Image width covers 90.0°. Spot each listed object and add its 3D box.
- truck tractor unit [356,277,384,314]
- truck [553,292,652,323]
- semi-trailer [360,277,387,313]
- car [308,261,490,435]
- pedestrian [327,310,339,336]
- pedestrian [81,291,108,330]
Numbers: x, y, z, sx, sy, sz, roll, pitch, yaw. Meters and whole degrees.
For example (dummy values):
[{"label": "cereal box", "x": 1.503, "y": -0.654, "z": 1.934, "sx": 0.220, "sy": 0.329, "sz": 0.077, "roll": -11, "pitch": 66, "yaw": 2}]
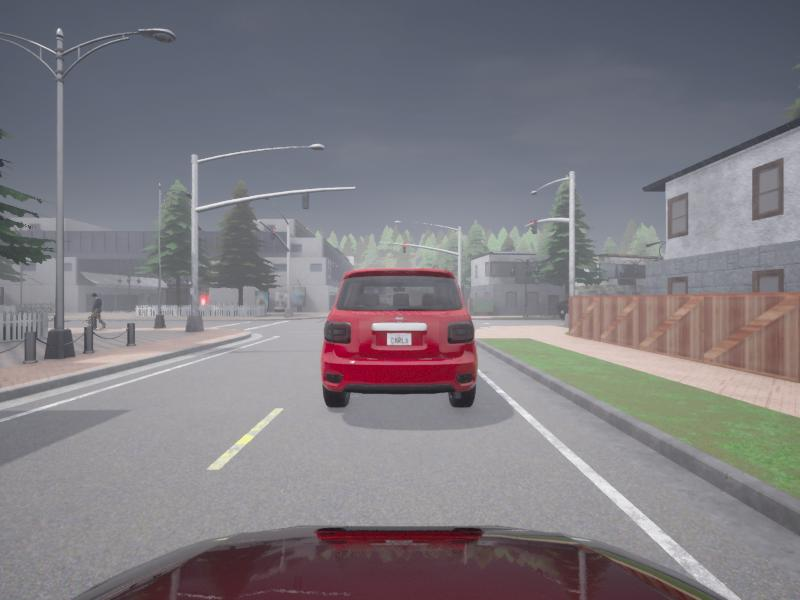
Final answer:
[{"label": "truck tractor unit", "x": -3.565, "y": -0.520, "z": 49.077, "sx": 3.053, "sy": 4.208, "sz": 6.516, "roll": 0, "pitch": 0, "yaw": 0}, {"label": "truck", "x": 14.789, "y": 0.523, "z": 29.358, "sx": 6.274, "sy": 2.098, "sz": 2.390, "roll": 0, "pitch": 0, "yaw": -9}, {"label": "semi-trailer", "x": -3.535, "y": -0.617, "z": 56.989, "sx": 2.717, "sy": 4.402, "sz": 14.254, "roll": 0, "pitch": 0, "yaw": 0}, {"label": "car", "x": -0.013, "y": 0.568, "z": 7.496, "sx": 2.150, "sy": 2.045, "sz": 5.566, "roll": 0, "pitch": 0, "yaw": 0}, {"label": "pedestrian", "x": -2.999, "y": 1.017, "z": 17.849, "sx": 0.500, "sy": 1.100, "sz": 0.500, "roll": 0, "pitch": 0, "yaw": -7}, {"label": "pedestrian", "x": -14.986, "y": 0.500, "z": 19.634, "sx": 0.751, "sy": 1.860, "sz": 0.751, "roll": 0, "pitch": 0, "yaw": -1}]
